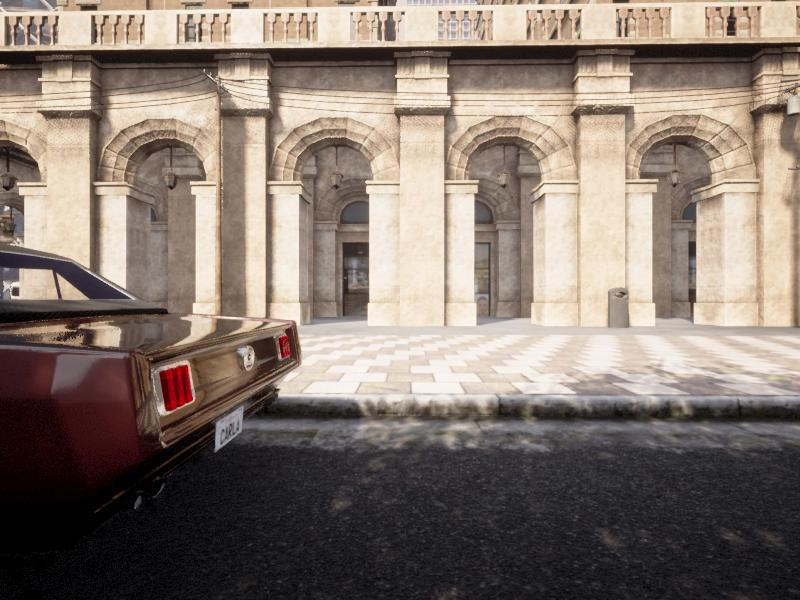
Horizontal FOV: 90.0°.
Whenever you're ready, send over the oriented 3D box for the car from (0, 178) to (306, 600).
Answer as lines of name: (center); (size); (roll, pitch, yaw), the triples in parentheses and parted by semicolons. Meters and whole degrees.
car: (-3.058, 0.338, 2.008); (4.718, 1.301, 1.895); (0, 0, 1)
